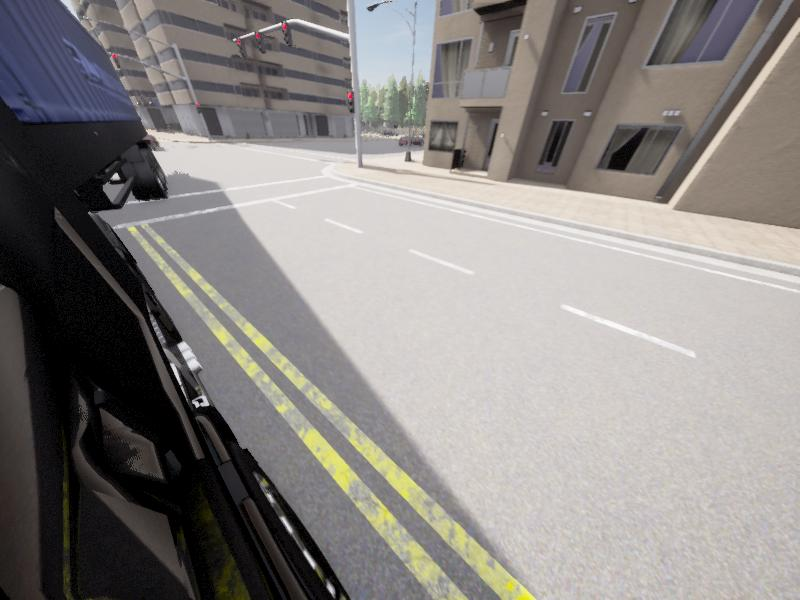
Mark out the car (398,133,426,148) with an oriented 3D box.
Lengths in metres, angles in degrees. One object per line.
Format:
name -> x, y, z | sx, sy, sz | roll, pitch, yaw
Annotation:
car -> 1.653, -22.315, 32.258 | 1.970, 1.475, 3.806 | 27, 43, 29

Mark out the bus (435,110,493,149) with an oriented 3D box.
bus -> 9.963, -26.211, 35.608 | 3.944, 4.253, 10.273 | 27, 43, 29

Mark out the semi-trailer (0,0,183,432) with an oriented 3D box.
semi-trailer -> -7.846, -4.070, 4.922 | 2.717, 4.402, 14.254 | -25, 45, -30

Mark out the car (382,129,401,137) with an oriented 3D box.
car -> -2.215, -42.289, 58.574 | 4.892, 1.490, 1.837 | 27, 43, 29

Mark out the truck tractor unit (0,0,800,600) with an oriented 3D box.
truck tractor unit -> -2.645, -0.295, 0.351 | 6.516, 4.208, 3.053 | 28, 44, 30
